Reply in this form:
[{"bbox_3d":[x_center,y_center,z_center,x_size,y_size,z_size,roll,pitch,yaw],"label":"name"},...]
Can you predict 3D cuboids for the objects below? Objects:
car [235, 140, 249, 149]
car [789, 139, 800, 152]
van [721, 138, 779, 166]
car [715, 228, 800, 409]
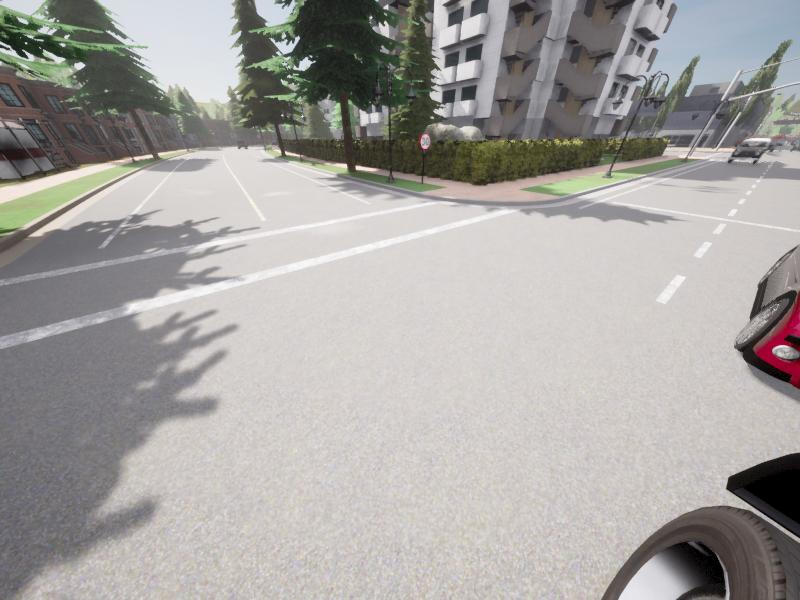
[{"bbox_3d":[-38.460,-37.964,56.361,1.905,1.878,3.866,-14,38,-19],"label":"car"},{"bbox_3d":[67.910,-25.943,38.729,4.553,1.767,2.097,-23,41,-28],"label":"car"},{"bbox_3d":[32.871,-13.928,21.700,4.480,2.038,2.069,-22,41,-29],"label":"van"},{"bbox_3d":[5.839,0.058,2.532,3.806,1.475,1.970,-22,41,-28],"label":"car"}]
